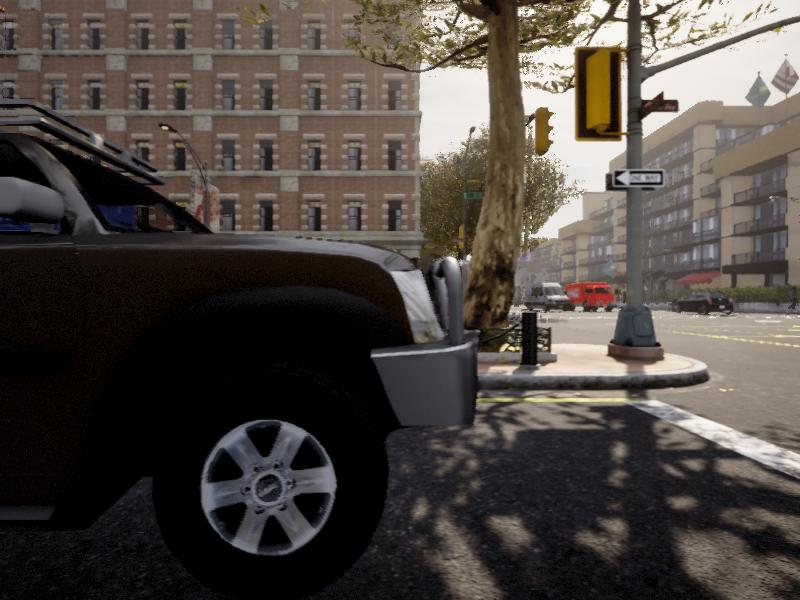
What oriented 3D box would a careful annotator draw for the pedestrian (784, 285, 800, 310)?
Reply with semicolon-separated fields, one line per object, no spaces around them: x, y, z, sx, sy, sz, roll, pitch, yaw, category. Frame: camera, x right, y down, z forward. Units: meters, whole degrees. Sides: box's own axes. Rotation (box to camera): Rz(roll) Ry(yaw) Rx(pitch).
29.438;-0.157;29.898;0.751;1.860;0.751;0;0;-8;pedestrian

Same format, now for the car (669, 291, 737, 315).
19.998;0.199;26.604;1.845;1.501;3.633;0;0;1;car

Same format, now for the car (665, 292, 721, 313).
23.594;0.181;32.356;1.789;1.549;3.705;0;0;0;car

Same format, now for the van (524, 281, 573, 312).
13.058;-0.295;35.624;1.988;2.561;5.915;0;0;-1;van

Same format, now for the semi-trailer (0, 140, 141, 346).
-14.444;-1.196;10.034;14.254;4.402;2.717;0;0;1;semi-trailer

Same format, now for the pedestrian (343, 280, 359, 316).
-2.551;-0.110;21.028;0.751;1.860;0.751;0;0;-1;pedestrian

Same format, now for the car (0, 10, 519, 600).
-1.947;0.059;2.193;4.605;1.855;1.932;-1;0;0;car

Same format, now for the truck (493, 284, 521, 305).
19.783;-0.952;74.612;2.891;3.827;8.468;0;0;0;truck

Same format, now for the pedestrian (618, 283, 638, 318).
12.553;0.020;22.016;0.751;1.860;0.751;0;0;8;pedestrian

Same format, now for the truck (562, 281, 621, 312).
16.572;-0.267;34.941;2.627;2.467;5.204;0;0;0;truck
